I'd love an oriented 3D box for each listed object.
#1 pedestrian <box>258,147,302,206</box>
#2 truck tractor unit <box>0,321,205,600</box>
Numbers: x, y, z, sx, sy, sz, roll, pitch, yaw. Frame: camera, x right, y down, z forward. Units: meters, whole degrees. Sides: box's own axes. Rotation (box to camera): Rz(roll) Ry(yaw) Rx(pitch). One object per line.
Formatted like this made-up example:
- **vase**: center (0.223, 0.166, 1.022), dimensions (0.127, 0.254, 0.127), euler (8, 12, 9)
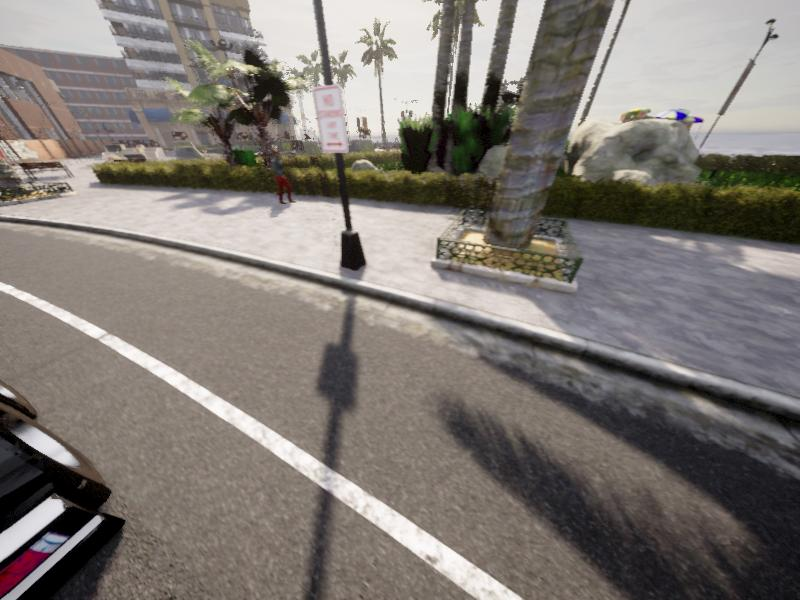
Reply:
- **pedestrian**: center (-4.366, -4.537, 8.559), dimensions (0.751, 1.860, 0.751), euler (1, 35, 3)
- **truck tractor unit**: center (-5.213, -0.184, 0.630), dimensions (6.516, 4.208, 3.053), euler (14, 38, 19)
